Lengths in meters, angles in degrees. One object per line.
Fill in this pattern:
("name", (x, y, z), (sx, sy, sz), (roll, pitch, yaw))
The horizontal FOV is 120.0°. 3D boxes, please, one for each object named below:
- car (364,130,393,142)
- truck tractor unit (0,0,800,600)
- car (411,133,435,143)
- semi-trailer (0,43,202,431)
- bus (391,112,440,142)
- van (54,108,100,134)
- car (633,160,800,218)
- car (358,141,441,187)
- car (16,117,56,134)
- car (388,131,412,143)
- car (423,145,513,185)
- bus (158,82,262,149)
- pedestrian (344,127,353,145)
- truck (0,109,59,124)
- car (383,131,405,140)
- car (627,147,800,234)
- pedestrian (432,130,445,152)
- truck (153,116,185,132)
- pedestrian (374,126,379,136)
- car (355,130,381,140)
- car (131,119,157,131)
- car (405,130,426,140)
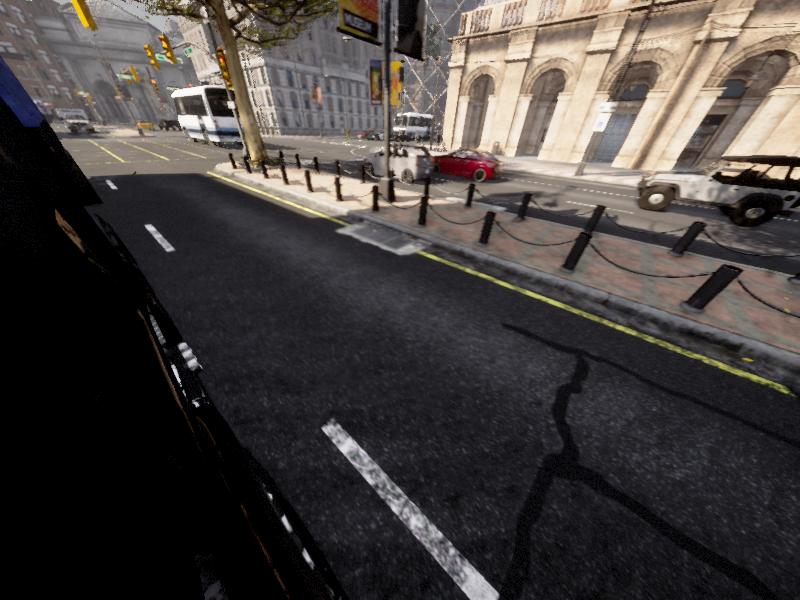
("car", (-3.595, -27.946, 39.312), (2.038, 1.542, 4.974), (28, 44, 30))
("truck tractor unit", (-2.645, -0.295, 0.351), (6.516, 4.208, 3.053), (28, 44, 30))
("car", (4.208, -29.980, 42.679), (1.895, 1.301, 4.718), (28, 44, 30))
("semi-trailer", (-8.706, -3.598, 4.224), (14.254, 4.402, 2.717), (28, 44, 30))
("bus", (3.149, -33.566, 44.926), (3.944, 4.253, 10.273), (28, 44, 30))
("van", (-42.304, -23.409, 30.241), (6.366, 2.431, 2.351), (28, 44, 30))
("car", (13.356, -4.888, 9.835), (4.718, 1.301, 1.895), (28, 44, 30))
("car", (-0.122, -6.869, 11.485), (3.633, 1.501, 1.845), (28, 44, 30))
("car", (-44.216, -21.260, 28.131), (5.357, 1.411, 2.033), (28, 44, 30))
("car", (0.042, -27.172, 38.549), (1.816, 1.474, 4.193), (28, 44, 30))
("car", (3.592, -7.564, 12.764), (4.181, 1.385, 1.994), (28, 44, 30))
("bus", (-18.480, -17.653, 22.475), (10.273, 4.253, 3.944), (28, 44, 30))
("pedestrian", (-6.725, -21.523, 30.272), (0.751, 1.860, 0.751), (28, 44, 30))
("truck", (-76.702, -37.971, 47.844), (6.274, 2.098, 2.390), (-21, 43, -28))
("car", (-1.157, -32.842, 46.168), (1.895, 1.301, 4.718), (28, 44, 30))
("car", (10.823, -3.929, 7.922), (3.866, 1.878, 1.905), (28, 44, 30))
("pedestrian", (3.962, -16.426, 23.871), (0.751, 1.860, 0.751), (-15, 40, -22))
("truck", (-42.470, -32.380, 42.439), (6.274, 2.098, 2.390), (28, 44, 30))
("pedestrian", (-5.407, -39.085, 53.457), (0.751, 1.860, 0.751), (-28, 46, -34))
("car", (-5.623, -29.789, 41.720), (1.812, 1.442, 4.674), (28, 44, 30))
("car", (-44.805, -30.667, 40.454), (5.366, 1.575, 1.801), (28, 44, 30))
("car", (3.387, -36.090, 50.445), (2.242, 1.667, 4.611), (28, 44, 30))
